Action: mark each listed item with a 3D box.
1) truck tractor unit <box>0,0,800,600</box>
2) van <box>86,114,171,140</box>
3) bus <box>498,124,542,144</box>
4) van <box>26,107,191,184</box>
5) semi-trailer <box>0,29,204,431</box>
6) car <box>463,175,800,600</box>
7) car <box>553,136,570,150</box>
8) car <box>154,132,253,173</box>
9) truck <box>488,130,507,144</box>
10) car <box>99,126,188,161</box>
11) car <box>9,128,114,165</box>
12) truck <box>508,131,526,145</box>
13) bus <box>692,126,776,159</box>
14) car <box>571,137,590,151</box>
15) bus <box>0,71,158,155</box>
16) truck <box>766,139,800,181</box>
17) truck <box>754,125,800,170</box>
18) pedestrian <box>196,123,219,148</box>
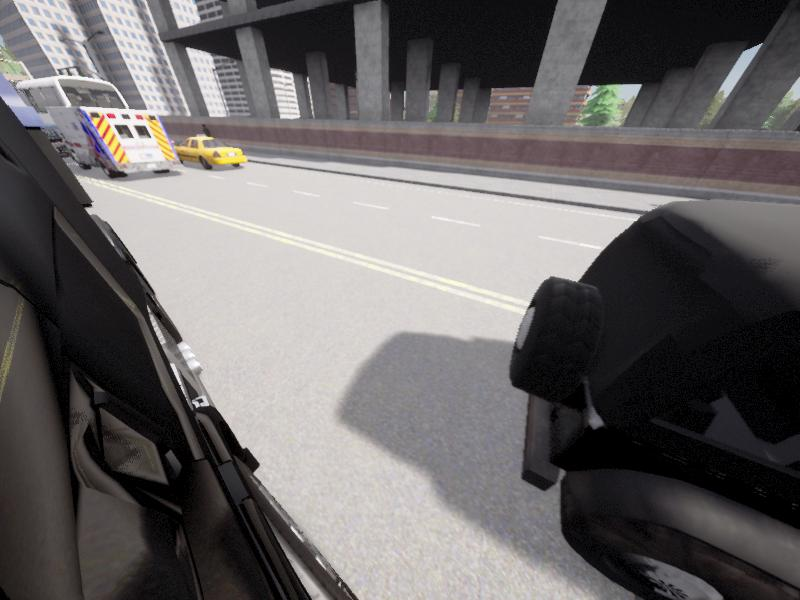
[{"bbox_3d":[-2.645,-0.295,0.351,6.516,4.208,3.053,28,44,30],"label":"truck tractor unit"},{"bbox_3d":[-35.239,-22.681,30.380,2.351,2.431,6.366,19,40,21],"label":"van"},{"bbox_3d":[34.670,-48.097,66.926,10.273,4.253,3.944,19,40,21],"label":"bus"},{"bbox_3d":[-13.416,-7.319,10.757,6.366,2.431,2.351,19,40,21],"label":"van"},{"bbox_3d":[-8.824,-3.489,4.141,14.254,4.402,2.717,26,43,29],"label":"semi-trailer"},{"bbox_3d":[2.642,0.778,1.107,3.866,1.878,1.905,19,40,21],"label":"car"},{"bbox_3d":[29.185,-28.549,41.869,1.905,1.878,3.866,19,40,21],"label":"car"},{"bbox_3d":[-11.307,-8.608,13.325,5.366,1.575,1.801,19,40,21],"label":"car"},{"bbox_3d":[23.185,-38.696,54.838,2.615,2.467,5.204,19,40,21],"label":"truck"},{"bbox_3d":[-17.545,-10.788,15.868,4.611,1.667,2.242,19,40,21],"label":"car"},{"bbox_3d":[-20.132,-9.251,13.785,4.902,1.511,2.128,19,40,21],"label":"car"},{"bbox_3d":[26.979,-37.385,53.267,2.615,2.467,5.204,19,40,21],"label":"truck"},{"bbox_3d":[58.824,-28.344,41.394,3.944,4.253,10.273,19,40,21],"label":"bus"},{"bbox_3d":[31.773,-27.655,40.797,1.905,1.878,3.866,19,40,21],"label":"car"},{"bbox_3d":[-25.374,-14.447,18.230,10.273,4.253,3.944,19,40,21],"label":"bus"},{"bbox_3d":[30.356,-9.631,16.077,2.627,2.467,5.204,19,40,21],"label":"truck"},{"bbox_3d":[43.797,-15.991,24.255,2.891,3.827,8.468,19,40,21],"label":"truck"},{"bbox_3d":[-17.890,-15.288,21.480,0.751,1.860,0.751,19,40,22],"label":"pedestrian"}]
